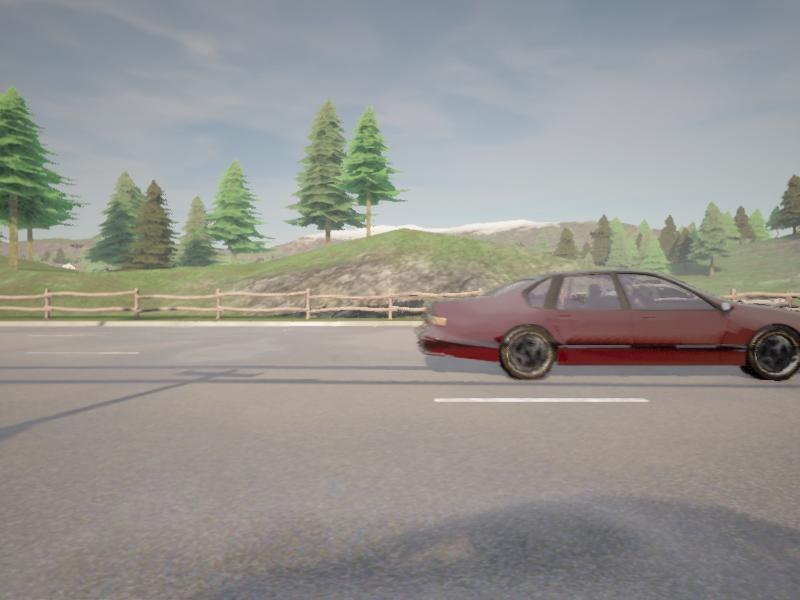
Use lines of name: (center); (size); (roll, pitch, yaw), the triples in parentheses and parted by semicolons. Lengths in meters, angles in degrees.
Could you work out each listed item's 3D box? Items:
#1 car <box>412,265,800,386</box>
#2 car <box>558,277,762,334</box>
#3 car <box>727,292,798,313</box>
car: (2.879, 0.296, 5.698); (5.357, 1.411, 2.033); (0, 0, 0)
car: (8.007, 0.174, 12.698); (5.238, 1.638, 1.930); (0, 0, 0)
car: (30.147, 0.200, 33.381); (1.851, 1.617, 3.988); (0, 0, -20)
